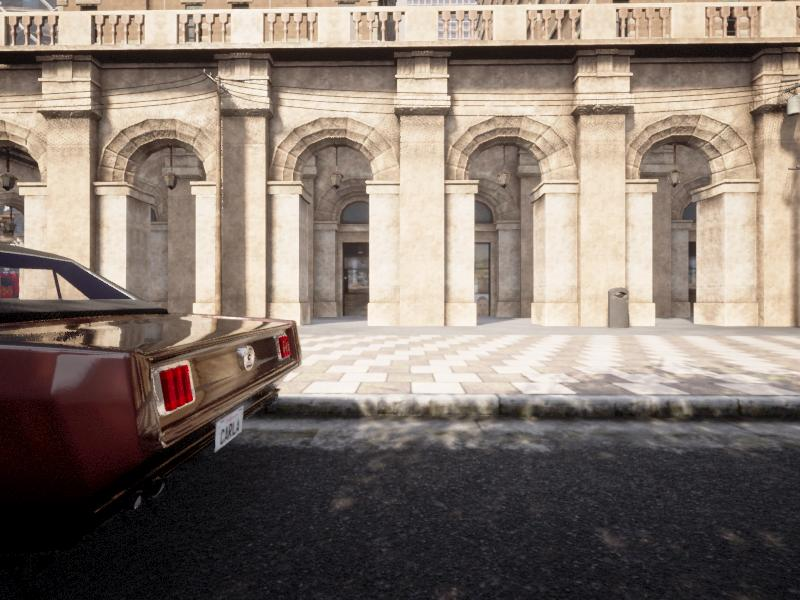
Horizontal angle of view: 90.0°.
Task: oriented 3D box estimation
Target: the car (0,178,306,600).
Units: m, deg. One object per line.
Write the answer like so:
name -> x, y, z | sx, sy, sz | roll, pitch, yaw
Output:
car -> -3.058, 0.338, 2.008 | 4.718, 1.301, 1.895 | 0, 0, 1

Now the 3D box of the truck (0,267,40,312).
truck -> -35.977, -0.921, 34.011 | 2.891, 3.827, 8.468 | 0, 0, 1
